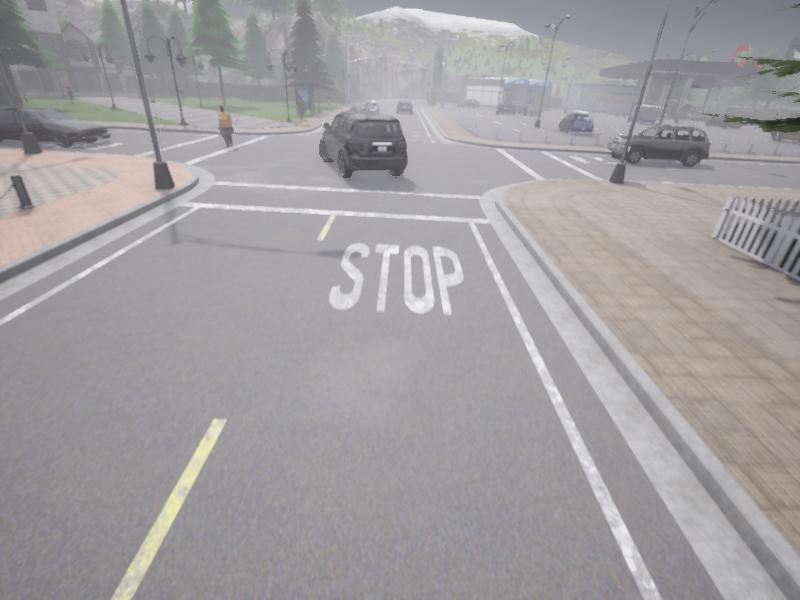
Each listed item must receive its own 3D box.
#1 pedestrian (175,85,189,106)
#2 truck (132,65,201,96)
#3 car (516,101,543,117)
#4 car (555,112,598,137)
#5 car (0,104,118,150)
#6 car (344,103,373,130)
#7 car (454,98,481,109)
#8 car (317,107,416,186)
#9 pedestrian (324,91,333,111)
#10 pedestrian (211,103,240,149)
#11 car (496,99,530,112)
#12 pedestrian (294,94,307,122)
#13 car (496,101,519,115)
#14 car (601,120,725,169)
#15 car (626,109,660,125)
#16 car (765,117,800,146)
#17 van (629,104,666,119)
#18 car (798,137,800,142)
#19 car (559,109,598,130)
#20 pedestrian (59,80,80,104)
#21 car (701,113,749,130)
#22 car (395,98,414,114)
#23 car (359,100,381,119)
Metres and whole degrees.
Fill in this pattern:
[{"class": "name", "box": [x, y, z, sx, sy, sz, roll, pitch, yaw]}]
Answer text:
[{"class": "pedestrian", "box": [-22.077, -20.769, 40.568, 0.751, 1.860, 0.751, -19, 35, -35]}, {"class": "truck", "box": [-37.122, -35.047, 64.023, 8.468, 3.827, 2.891, -4, 29, -13]}, {"class": "car", "box": [17.988, -26.595, 55.711, 2.152, 1.636, 5.027, 3, 28, 0]}, {"class": "car", "box": [14.320, -14.410, 32.725, 1.845, 1.501, 3.633, 3, 28, 0]}, {"class": "car", "box": [-15.808, -7.562, 17.381, 5.357, 1.411, 2.033, 3, 28, 0]}, {"class": "car", "box": [-3.144, -14.128, 30.715, 1.789, 1.549, 3.705, 3, 28, -1]}, {"class": "car", "box": [11.835, -34.537, 70.298, 4.193, 1.474, 1.816, 3, 28, 0]}, {"class": "car", "box": [-1.510, -5.985, 15.131, 2.150, 2.045, 5.566, -8, 30, -19]}, {"class": "pedestrian", "box": [-7.869, -21.899, 44.051, 0.751, 1.860, 0.751, -4, 29, -13]}, {"class": "pedestrian", "box": [-8.000, -7.998, 18.416, 0.751, 1.860, 0.751, 2, 28, -1]}, {"class": "car", "box": [19.723, -34.188, 70.247, 5.238, 1.638, 1.930, 3, 28, 0]}, {"class": "pedestrian", "box": [-7.671, -14.859, 30.940, 0.751, 1.860, 0.751, -7, 30, -18]}, {"class": "car", "box": [14.854, -26.719, 55.659, 2.007, 1.523, 4.514, 3, 28, 0]}, {"class": "car", "box": [13.223, -7.969, 20.437, 4.605, 1.855, 1.932, 3, 28, 0]}, {"class": "car", "box": [29.660, -22.391, 48.979, 1.845, 1.501, 3.633, 3, 28, 0]}, {"class": "car", "box": [32.890, -13.657, 32.533, 1.932, 1.855, 4.605, 3, 28, 0]}, {"class": "van", "box": [41.421, -31.558, 67.025, 4.480, 2.038, 2.069, 3, 28, 0]}, {"class": "car", "box": [35.801, -13.724, 32.896, 1.905, 1.878, 3.866, 3, 28, 0]}, {"class": "car", "box": [17.450, -17.751, 39.281, 1.970, 1.475, 3.806, 3, 28, 0]}, {"class": "pedestrian", "box": [-29.466, -18.538, 35.688, 0.751, 1.860, 0.751, 22, 33, 31]}, {"class": "car", "box": [39.640, -21.889, 48.964, 2.007, 1.523, 4.514, 3, 28, 0]}, {"class": "car", "box": [0.590, -24.243, 50.017, 2.163, 1.488, 4.792, 3, 28, -1]}, {"class": "car", "box": [-3.020, -19.517, 40.858, 1.970, 1.475, 3.806, 3, 28, -1]}]
